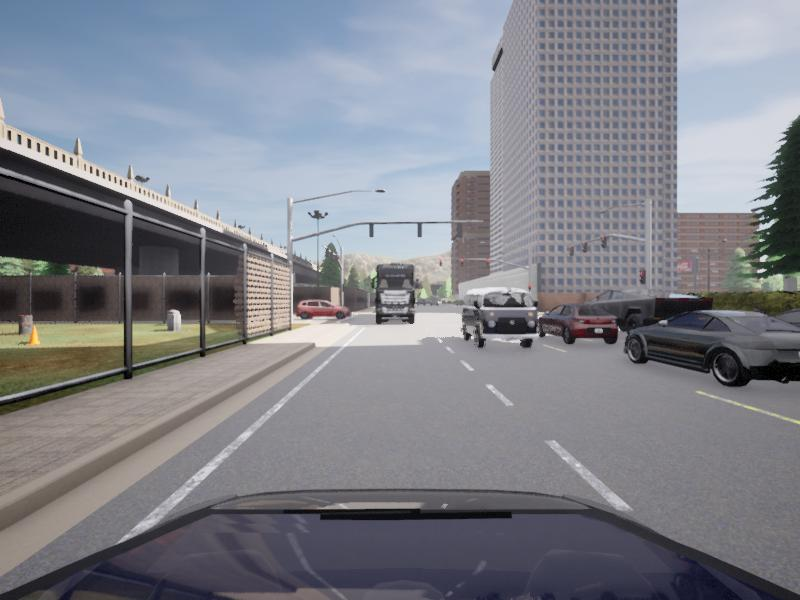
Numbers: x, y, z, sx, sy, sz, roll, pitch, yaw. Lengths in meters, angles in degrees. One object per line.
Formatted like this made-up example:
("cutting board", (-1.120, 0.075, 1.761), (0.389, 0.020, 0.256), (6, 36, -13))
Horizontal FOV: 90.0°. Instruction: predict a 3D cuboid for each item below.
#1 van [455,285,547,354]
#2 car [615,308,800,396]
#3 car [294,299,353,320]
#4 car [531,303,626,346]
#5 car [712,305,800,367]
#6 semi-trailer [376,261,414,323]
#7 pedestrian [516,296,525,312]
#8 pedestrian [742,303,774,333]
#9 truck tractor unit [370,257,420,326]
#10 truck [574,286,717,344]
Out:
("van", (3.328, 0.570, 14.155), (2.069, 2.038, 4.480), (0, 0, -1))
("car", (6.896, 0.907, 8.810), (1.994, 1.385, 4.181), (0, 0, -2))
("car", (-6.445, 0.802, 34.020), (4.611, 1.667, 2.242), (0, 0, -1))
("car", (6.807, 0.854, 15.810), (1.816, 1.474, 4.193), (0, 0, -1))
("car", (10.376, 0.870, 9.786), (1.812, 1.442, 4.674), (0, 0, -1))
("semi-trailer", (-0.415, -0.592, 35.686), (2.717, 4.402, 14.254), (0, 0, -1))
("pedestrian", (14.339, 0.485, 47.558), (0.751, 1.860, 0.751), (0, 0, -3))
("pedestrian", (15.903, 0.765, 17.789), (0.751, 1.300, 0.751), (0, 0, 0))
("truck tractor unit", (-0.324, -0.497, 27.778), (3.053, 4.208, 6.516), (0, -1, -1))
("truck", (10.287, 0.542, 17.646), (2.390, 2.098, 6.274), (0, 0, -1))
